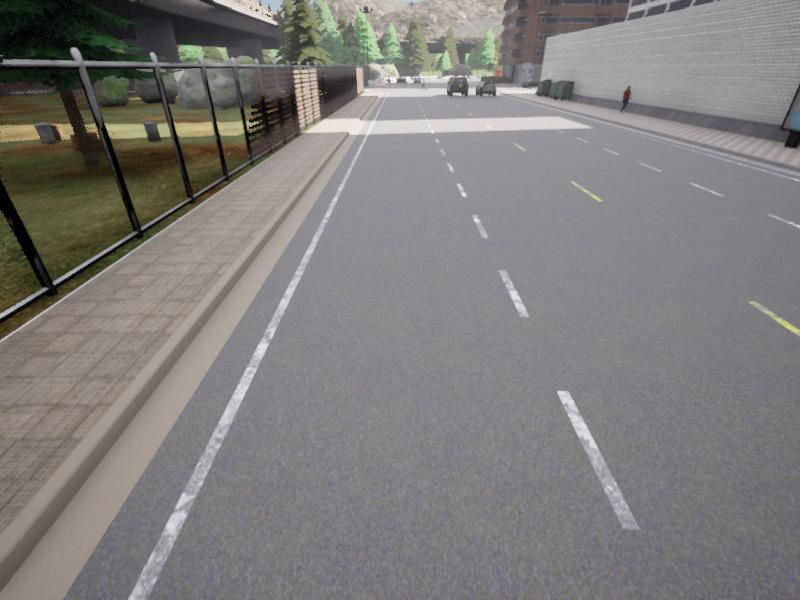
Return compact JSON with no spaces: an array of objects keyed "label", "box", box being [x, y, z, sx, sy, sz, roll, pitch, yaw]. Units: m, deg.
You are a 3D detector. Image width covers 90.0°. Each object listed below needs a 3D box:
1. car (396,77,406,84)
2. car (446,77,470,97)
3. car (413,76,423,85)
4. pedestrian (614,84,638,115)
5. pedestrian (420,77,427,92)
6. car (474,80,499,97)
[{"label":"car","box":[0.327,-47.598,86.731,1.895,1.301,4.718,2,30,3]},{"label":"car","box":[7.068,-26.246,49.185,2.150,2.045,5.566,0,30,0]},{"label":"car","box":[3.615,-44.991,82.044,1.816,1.474,4.193,0,30,0]},{"label":"pedestrian","box":[15.479,-13.730,27.416,0.751,1.860,0.751,2,30,3]},{"label":"pedestrian","box":[3.373,-30.876,57.423,0.751,1.860,0.751,-3,30,-5]},{"label":"car","box":[10.569,-26.042,49.213,2.033,1.649,4.856,0,30,0]}]
